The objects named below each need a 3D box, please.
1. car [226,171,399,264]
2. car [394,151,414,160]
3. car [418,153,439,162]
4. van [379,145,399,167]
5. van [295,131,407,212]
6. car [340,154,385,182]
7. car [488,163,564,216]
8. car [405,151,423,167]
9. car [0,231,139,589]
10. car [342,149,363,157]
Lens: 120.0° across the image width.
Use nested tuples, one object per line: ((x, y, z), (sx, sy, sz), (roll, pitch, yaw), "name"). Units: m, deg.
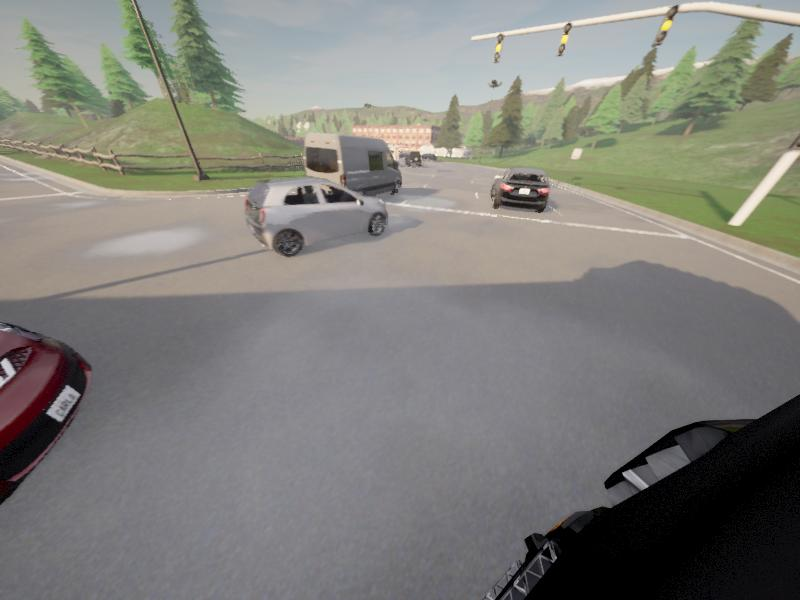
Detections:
((-2.018, -2.429, 6.159), (3.633, 1.501, 1.845), (-25, 43, -35), "car")
((0.907, -32.734, 52.434), (2.128, 1.511, 4.902), (-19, 39, -29), "car")
((6.173, -31.483, 50.899), (1.837, 1.490, 4.892), (-14, 37, -26), "car")
((-1.694, -21.388, 34.181), (2.351, 2.431, 6.366), (-2, 34, -7), "van")
((-1.816, -6.332, 11.188), (1.988, 2.561, 5.915), (17, 36, 19), "van")
((-2.884, -11.112, 19.197), (1.930, 1.638, 5.238), (9, 34, 10), "car")
((5.861, -5.676, 11.492), (2.242, 1.667, 4.611), (11, 34, 12), "car")
((1.963, -20.852, 34.098), (1.905, 1.878, 3.866), (-2, 34, -8), "car")
((-4.192, 0.956, 0.868), (3.633, 1.501, 1.845), (-15, 37, -24), "car")
((-11.524, -35.455, 55.848), (5.357, 1.411, 2.033), (27, 40, 32), "car")
